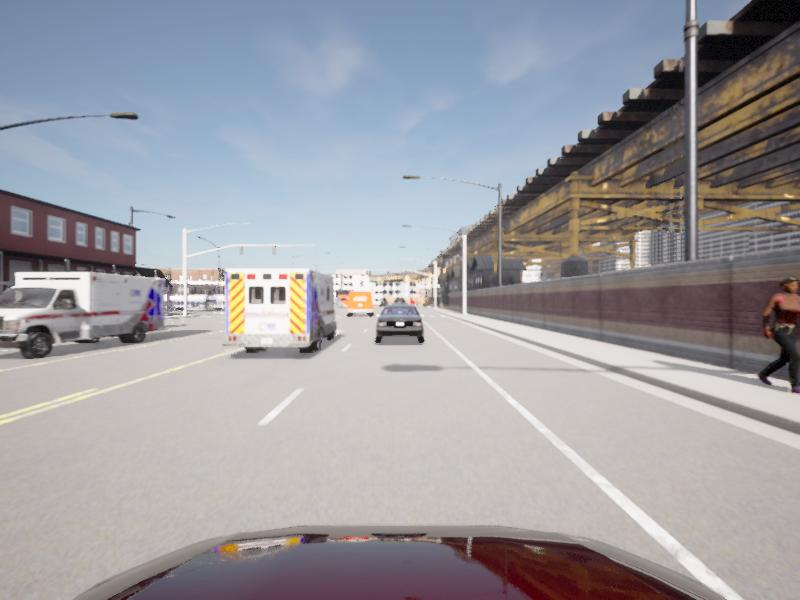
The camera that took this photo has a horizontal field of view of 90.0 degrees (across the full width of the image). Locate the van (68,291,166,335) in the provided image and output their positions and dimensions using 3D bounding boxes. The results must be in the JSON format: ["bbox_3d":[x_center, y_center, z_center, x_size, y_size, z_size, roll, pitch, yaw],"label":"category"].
[{"bbox_3d":[-13.980,0.588,20.172,1.775,1.987,4.442,0,0,0],"label":"van"}]

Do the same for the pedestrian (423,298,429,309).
[{"bbox_3d":[4.481,0.598,69.518,0.751,1.860,0.751,0,0,-21],"label":"pedestrian"}]

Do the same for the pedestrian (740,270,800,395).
[{"bbox_3d":[6.055,0.481,6.306,0.751,1.860,0.751,0,0,0],"label":"pedestrian"}]

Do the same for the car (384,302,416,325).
[{"bbox_3d":[-0.010,0.879,28.315,2.033,1.411,5.357,0,0,0],"label":"car"}]

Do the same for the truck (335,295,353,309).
[{"bbox_3d":[-10.484,0.289,75.355,2.627,2.467,5.204,0,2,0],"label":"truck"}]

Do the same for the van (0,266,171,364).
[{"bbox_3d":[-10.508,0.370,13.103,2.351,2.431,6.366,0,0,0],"label":"van"}]

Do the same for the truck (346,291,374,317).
[{"bbox_3d":[-4.057,0.343,40.271,2.627,2.467,5.204,0,1,-7],"label":"truck"}]

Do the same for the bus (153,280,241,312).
[{"bbox_3d":[-28.257,-0.565,56.168,10.273,4.253,3.944,0,0,0],"label":"bus"}]

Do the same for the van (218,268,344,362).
[{"bbox_3d":[-3.521,0.370,13.518,2.351,2.431,6.366,0,0,0],"label":"van"}]

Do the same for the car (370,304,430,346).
[{"bbox_3d":[-0.004,0.885,16.379,2.033,1.411,5.357,0,0,0],"label":"car"}]

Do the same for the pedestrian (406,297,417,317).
[{"bbox_3d":[1.077,0.616,37.647,0.751,1.860,0.751,0,0,25],"label":"pedestrian"}]
